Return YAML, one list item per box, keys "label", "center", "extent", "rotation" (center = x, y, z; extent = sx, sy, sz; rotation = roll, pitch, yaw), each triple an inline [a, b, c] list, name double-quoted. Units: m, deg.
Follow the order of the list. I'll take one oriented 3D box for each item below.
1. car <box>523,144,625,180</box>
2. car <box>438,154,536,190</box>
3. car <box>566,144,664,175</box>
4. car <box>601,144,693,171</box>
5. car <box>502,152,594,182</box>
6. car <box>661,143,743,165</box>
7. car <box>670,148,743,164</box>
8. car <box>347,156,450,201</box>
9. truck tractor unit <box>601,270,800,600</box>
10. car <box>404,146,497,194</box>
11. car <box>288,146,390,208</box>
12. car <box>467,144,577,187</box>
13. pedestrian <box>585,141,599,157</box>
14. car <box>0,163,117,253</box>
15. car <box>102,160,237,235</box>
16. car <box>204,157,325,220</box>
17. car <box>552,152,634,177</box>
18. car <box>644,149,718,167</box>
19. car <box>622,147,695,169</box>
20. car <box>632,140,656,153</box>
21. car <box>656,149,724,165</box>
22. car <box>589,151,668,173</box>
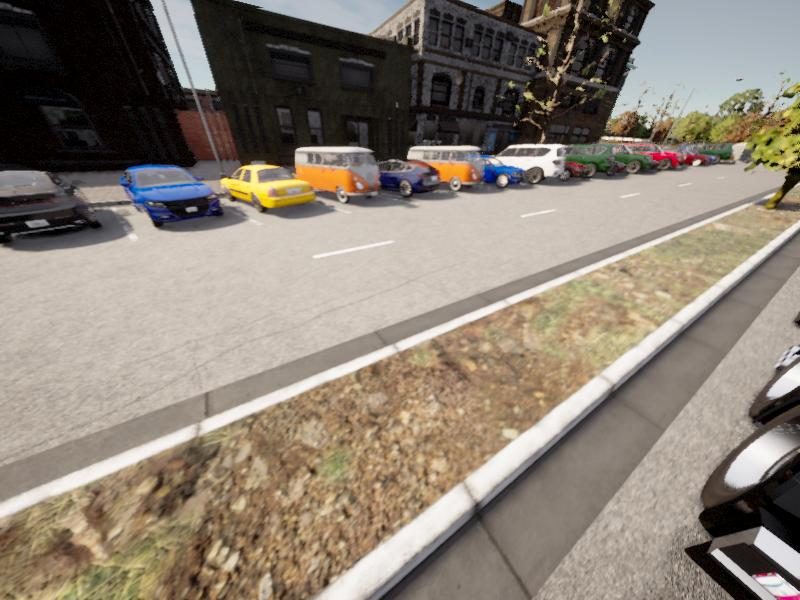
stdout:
- label: "car"
  center: [12.936, -10.630, 17.578]
  extent: [5.566, 2.045, 2.435]
  rotation: [26, 42, 33]
- label: "car"
  center: [5.080, -7.950, 14.093]
  extent: [5.008, 1.535, 2.097]
  rotation: [26, 42, 33]
- label: "car"
  center: [18.241, -12.259, 19.967]
  extent: [5.566, 2.045, 2.435]
  rotation: [26, 42, 33]
- label: "car"
  center: [23.500, -13.903, 22.378]
  extent: [5.566, 2.045, 2.435]
  rotation: [26, 42, 33]
- label: "car"
  center: [10.333, -9.594, 16.505]
  extent: [5.008, 1.535, 2.097]
  rotation: [26, 42, 33]
- label: "car"
  center: [36.649, -18.025, 28.405]
  extent: [5.566, 2.045, 2.435]
  rotation: [26, 42, 33]
- label: "car"
  center: [39.183, -18.714, 29.830]
  extent: [5.366, 1.575, 1.946]
  rotation: [26, 43, 33]
- label: "car"
  center: [-0.204, -6.284, 11.703]
  extent: [4.792, 1.488, 2.163]
  rotation: [26, 42, 33]
- label: "truck tractor unit"
  center: [5.118, -0.293, 0.772]
  extent: [6.516, 4.208, 3.053]
  rotation: [-18, 39, -24]
- label: "car"
  center: [2.543, -7.271, 12.696]
  extent: [4.442, 1.987, 1.878]
  rotation: [26, 42, 33]
- label: "car"
  center: [-2.719, -5.617, 10.270]
  extent: [4.442, 1.987, 1.878]
  rotation: [26, 42, 33]
- label: "car"
  center: [7.684, -8.986, 15.167]
  extent: [5.566, 2.045, 2.435]
  rotation: [26, 42, 33]
- label: "pedestrian"
  center: [27.954, -21.969, 33.668]
  extent: [0.751, 1.860, 0.751]
  rotation: [-18, 39, -27]
- label: "car"
  center: [-10.675, -2.955, 6.767]
  extent: [4.892, 1.521, 2.231]
  rotation: [25, 42, 32]
- label: "car"
  center: [-8.064, -3.810, 8.019]
  extent: [5.008, 1.535, 2.097]
  rotation: [25, 41, 32]
- label: "car"
  center: [-5.582, -4.708, 9.333]
  extent: [5.366, 1.575, 1.946]
  rotation: [26, 42, 33]
- label: "car"
  center: [15.613, -11.203, 18.916]
  extent: [4.792, 1.488, 2.163]
  rotation: [26, 42, 33]
- label: "car"
  center: [31.380, -16.162, 26.138]
  extent: [5.008, 1.535, 2.097]
  rotation: [26, 42, 33]
- label: "car"
  center: [26.126, -14.612, 23.641]
  extent: [4.553, 1.767, 2.185]
  rotation: [26, 42, 33]
- label: "car"
  center: [47.645, -30.005, 45.148]
  extent: [2.435, 2.045, 5.566]
  rotation: [28, 42, 33]
- label: "car"
  center: [34.032, -16.951, 27.361]
  extent: [4.674, 1.452, 2.002]
  rotation: [26, 42, 33]
- label: "car"
  center: [20.868, -12.848, 21.329]
  extent: [4.792, 1.488, 2.163]
  rotation: [26, 42, 33]
